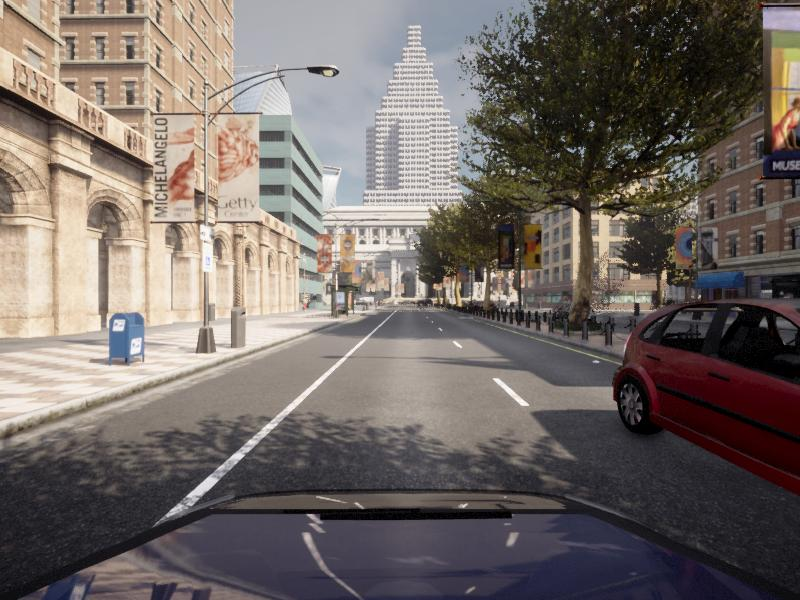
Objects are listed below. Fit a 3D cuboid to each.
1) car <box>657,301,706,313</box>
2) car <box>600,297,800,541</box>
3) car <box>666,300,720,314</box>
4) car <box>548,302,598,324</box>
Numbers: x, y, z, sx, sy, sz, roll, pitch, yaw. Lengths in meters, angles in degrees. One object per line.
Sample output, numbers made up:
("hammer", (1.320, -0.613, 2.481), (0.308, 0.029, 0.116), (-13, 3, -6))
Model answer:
("car", (35.877, 0.851, 51.099), (4.792, 1.488, 2.163), (0, 0, 0))
("car", (3.587, 0.788, 3.390), (1.851, 1.617, 3.988), (0, 0, 1))
("car", (34.731, 0.826, 47.556), (4.974, 1.542, 2.038), (0, 0, -1))
("car", (12.082, 0.853, 28.221), (1.970, 1.475, 3.806), (0, 0, 1))
